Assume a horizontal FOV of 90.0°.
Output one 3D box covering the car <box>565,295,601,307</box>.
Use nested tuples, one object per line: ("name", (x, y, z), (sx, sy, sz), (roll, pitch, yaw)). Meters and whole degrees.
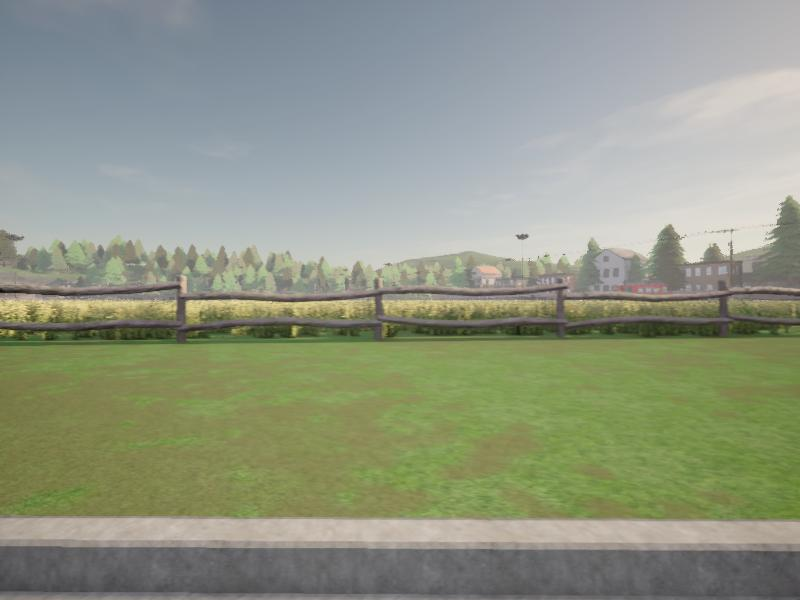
("car", (27.498, 0.144, 60.195), (2.242, 1.667, 4.611), (0, 0, -24))

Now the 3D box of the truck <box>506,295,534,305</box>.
("truck", (26.358, -0.073, 88.056), (2.390, 2.098, 6.274), (0, 0, -24))

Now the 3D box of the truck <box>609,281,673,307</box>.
("truck", (37.718, -0.939, 63.102), (2.891, 3.827, 8.468), (0, 0, -24))
